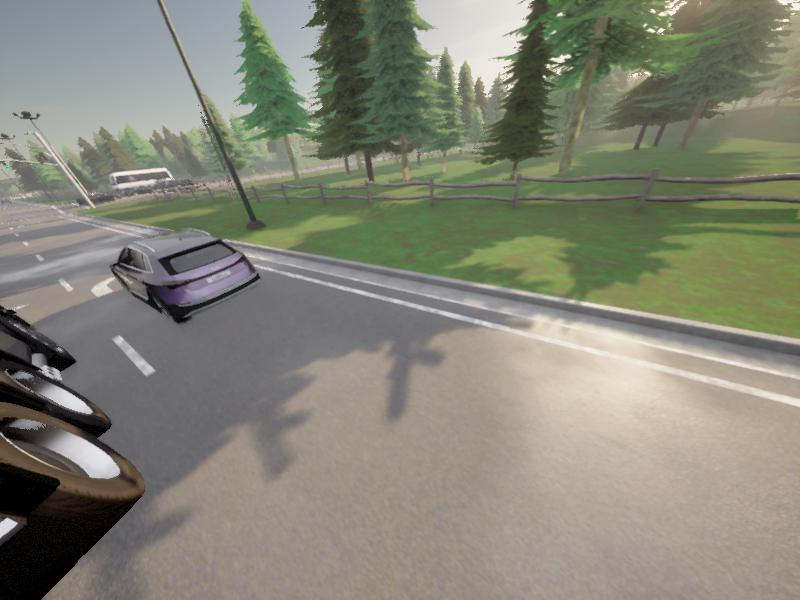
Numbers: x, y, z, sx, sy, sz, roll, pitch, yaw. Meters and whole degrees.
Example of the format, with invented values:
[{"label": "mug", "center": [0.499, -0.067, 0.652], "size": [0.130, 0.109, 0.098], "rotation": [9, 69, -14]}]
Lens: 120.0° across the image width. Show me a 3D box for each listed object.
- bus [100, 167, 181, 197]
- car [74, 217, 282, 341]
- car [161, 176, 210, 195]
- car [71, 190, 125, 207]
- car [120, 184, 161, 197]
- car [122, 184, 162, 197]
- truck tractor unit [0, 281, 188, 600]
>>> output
[{"label": "bus", "center": [-55.841, -25.722, 50.247], "size": [3.944, 4.253, 10.273], "rotation": [13, 38, 28]}, {"label": "car", "center": [-5.725, -0.914, 5.952], "size": [4.856, 1.649, 2.033], "rotation": [14, 38, 28]}, {"label": "car", "center": [-37.215, -20.040, 40.344], "size": [2.150, 2.045, 5.566], "rotation": [14, 38, 29]}, {"label": "car", "center": [-47.913, -16.222, 36.842], "size": [1.837, 1.490, 4.892], "rotation": [10, 37, 25]}, {"label": "car", "center": [-53.828, -22.775, 48.006], "size": [2.033, 1.411, 5.357], "rotation": [13, 38, 28]}, {"label": "car", "center": [-51.154, -21.750, 45.879], "size": [1.837, 1.490, 4.892], "rotation": [13, 38, 28]}, {"label": "truck tractor unit", "center": [-5.390, 0.224, 1.071], "size": [6.516, 4.208, 3.053], "rotation": [3, 41, 33]}]
